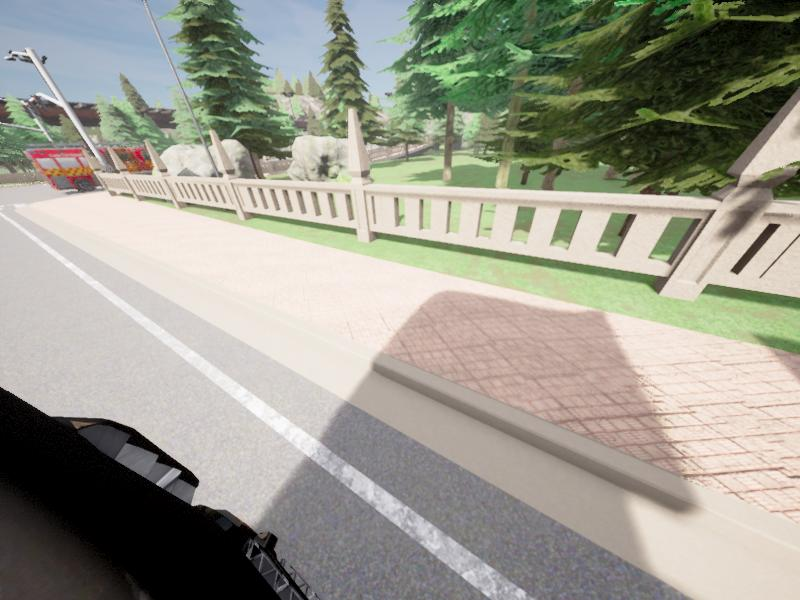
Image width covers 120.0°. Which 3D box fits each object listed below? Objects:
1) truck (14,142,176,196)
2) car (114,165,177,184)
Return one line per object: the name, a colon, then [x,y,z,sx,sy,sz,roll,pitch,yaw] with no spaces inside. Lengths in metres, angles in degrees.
truck: [-28.925,-13.167,22.783,2.891,3.827,8.468,16,38,26]
car: [-32.561,-16.248,29.810,1.882,1.535,5.008,16,38,26]
